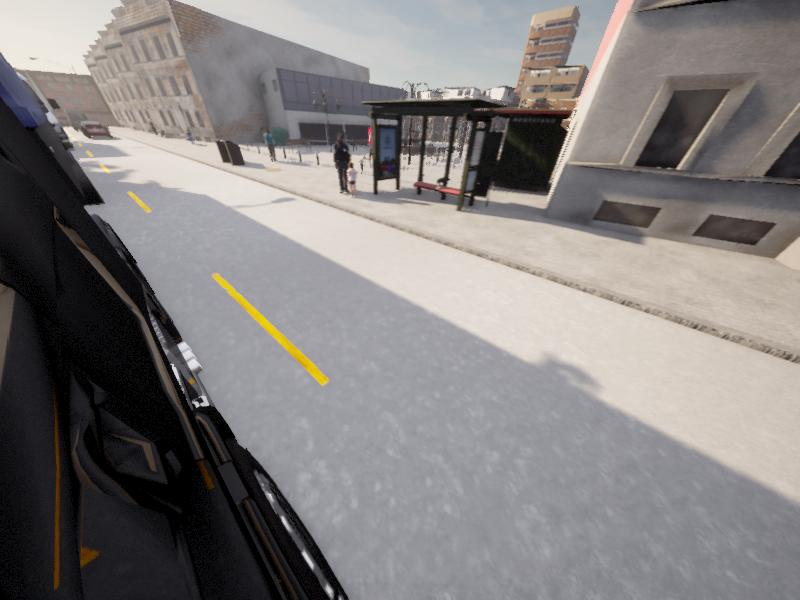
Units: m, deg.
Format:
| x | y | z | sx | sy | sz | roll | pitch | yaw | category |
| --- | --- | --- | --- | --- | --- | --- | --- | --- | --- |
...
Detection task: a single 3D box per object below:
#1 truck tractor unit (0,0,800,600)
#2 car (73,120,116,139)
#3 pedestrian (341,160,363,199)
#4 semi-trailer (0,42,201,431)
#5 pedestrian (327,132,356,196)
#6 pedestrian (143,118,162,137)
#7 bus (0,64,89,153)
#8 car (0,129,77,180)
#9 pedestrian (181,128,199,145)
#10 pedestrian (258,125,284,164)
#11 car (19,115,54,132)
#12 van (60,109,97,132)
| x | y | z | sx | sy | sz | roll | pitch | yaw | category |
| --- | --- | --- | --- | --- | --- | --- | --- | --- | --- |
| -2.645 | -0.295 | 0.352 | 6.516 | 4.208 | 3.053 | 28 | 44 | 30 | truck tractor unit |
| -34.357 | -19.159 | 25.946 | 4.792 | 1.488 | 2.163 | 28 | 44 | 30 | car |
| -1.644 | -4.157 | 7.993 | 0.500 | 1.100 | 0.500 | -18 | 41 | -25 | pedestrian |
| -8.691 | -3.602 | 4.246 | 14.254 | 4.402 | 2.717 | 28 | 44 | 30 | semi-trailer |
| -2.023 | -4.769 | 8.153 | 0.751 | 1.860 | 0.751 | -4 | 37 | -9 | pedestrian |
| -30.119 | -21.014 | 28.164 | 0.751 | 1.860 | 0.751 | 25 | 42 | 27 | pedestrian |
| -27.443 | -13.595 | 16.608 | 10.273 | 4.253 | 3.944 | 28 | 44 | 30 | bus |
| -16.964 | -6.757 | 10.488 | 5.357 | 1.411 | 2.033 | 28 | 44 | 30 | car |
| -19.857 | -15.485 | 21.865 | 0.751 | 1.300 | 0.751 | -21 | 43 | -28 | pedestrian |
| -7.747 | -9.305 | 13.874 | 0.751 | 1.860 | 0.751 | -24 | 44 | -31 | pedestrian |
| -49.538 | -24.183 | 31.595 | 5.238 | 1.638 | 1.930 | 28 | 44 | 30 | car |
| -47.745 | -26.704 | 34.334 | 5.915 | 2.561 | 1.988 | 28 | 44 | 30 | van |
